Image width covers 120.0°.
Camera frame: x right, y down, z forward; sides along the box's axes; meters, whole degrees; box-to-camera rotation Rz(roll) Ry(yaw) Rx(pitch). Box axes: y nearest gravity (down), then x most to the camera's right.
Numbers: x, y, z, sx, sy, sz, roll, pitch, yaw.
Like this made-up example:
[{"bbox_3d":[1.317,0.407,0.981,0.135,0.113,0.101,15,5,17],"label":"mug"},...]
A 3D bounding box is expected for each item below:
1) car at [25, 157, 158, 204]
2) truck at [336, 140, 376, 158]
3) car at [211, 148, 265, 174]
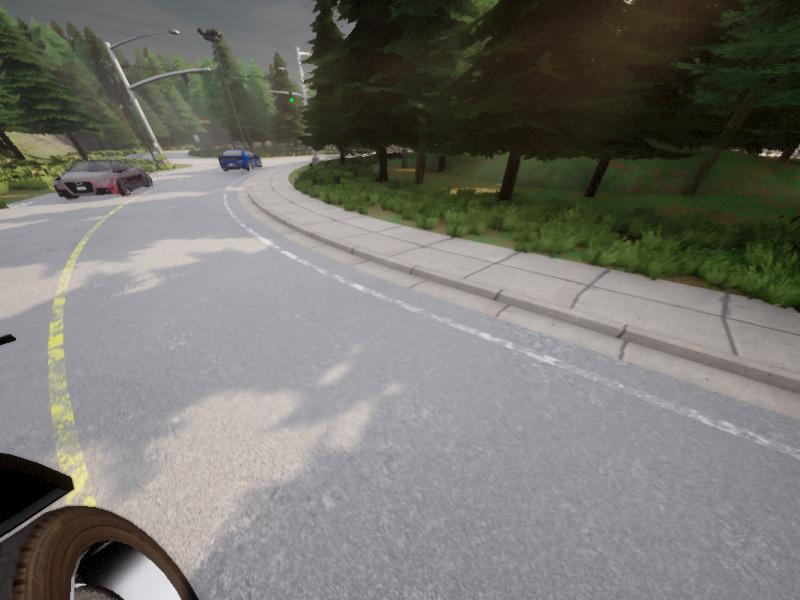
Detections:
[{"bbox_3d":[-13.908,-5.793,10.917,1.994,1.385,4.181,-13,37,-19],"label":"car"},{"bbox_3d":[-6.815,-23.881,36.386,2.390,2.098,6.274,21,40,27],"label":"truck"},{"bbox_3d":[-13.324,-11.841,19.474,1.882,1.535,5.008,-6,35,-9],"label":"car"}]
